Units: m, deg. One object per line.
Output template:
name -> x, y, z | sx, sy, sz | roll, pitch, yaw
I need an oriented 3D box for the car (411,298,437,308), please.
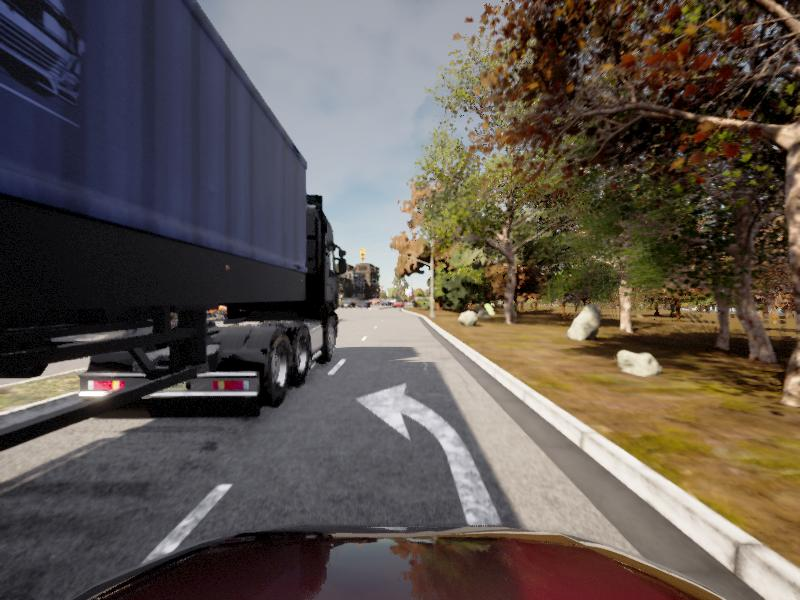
car -> 4.645, 0.592, 76.494 | 4.553, 1.767, 2.185 | 1, 0, -14

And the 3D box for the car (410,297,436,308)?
car -> 4.262, 0.489, 73.524 | 4.442, 1.987, 1.878 | 1, 0, -14

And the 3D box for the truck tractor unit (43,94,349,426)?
truck tractor unit -> -3.001, -0.514, 8.348 | 3.053, 4.208, 6.516 | 0, 0, 0

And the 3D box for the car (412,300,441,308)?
car -> 5.180, 0.719, 79.487 | 5.366, 1.575, 1.946 | 1, 0, -13

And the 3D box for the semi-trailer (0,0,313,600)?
semi-trailer -> -2.997, -0.618, 0.432 | 2.717, 4.402, 14.254 | 0, 0, 0
